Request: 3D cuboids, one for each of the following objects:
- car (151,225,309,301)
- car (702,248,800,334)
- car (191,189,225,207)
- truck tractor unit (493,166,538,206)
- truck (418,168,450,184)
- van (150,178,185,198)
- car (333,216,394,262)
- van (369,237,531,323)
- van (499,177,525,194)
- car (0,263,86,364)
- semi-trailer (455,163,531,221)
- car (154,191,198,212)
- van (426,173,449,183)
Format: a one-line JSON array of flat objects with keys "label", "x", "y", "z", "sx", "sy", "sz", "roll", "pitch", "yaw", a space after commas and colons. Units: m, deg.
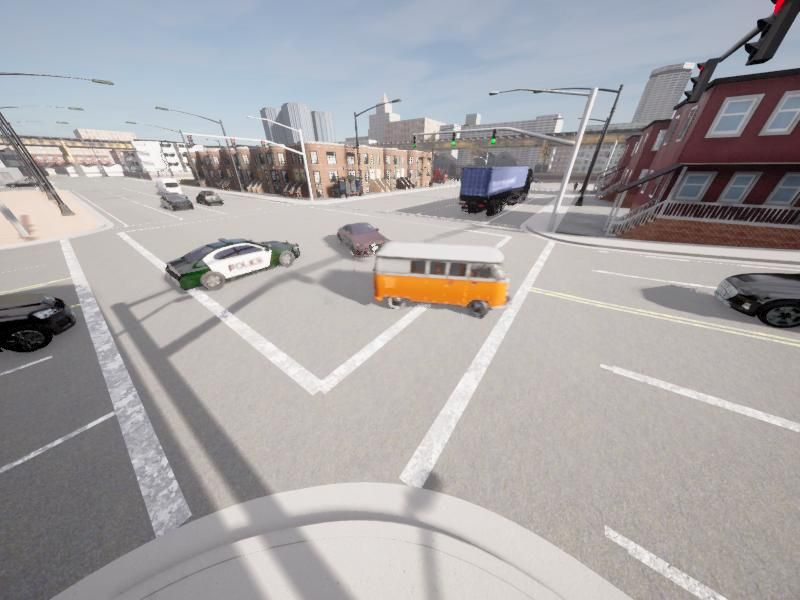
[{"label": "car", "x": -6.922, "y": -1.944, "z": 10.137, "sx": 2.038, "sy": 1.542, "sz": 4.974, "roll": 20, "pitch": 36, "yaw": 31}, {"label": "car", "x": 12.056, "y": 0.004, "z": 5.797, "sx": 4.856, "sy": 1.649, "sz": 2.033, "roll": 15, "pitch": 33, "yaw": 33}, {"label": "car", "x": -24.005, "y": -12.813, "z": 28.886, "sx": 3.988, "sy": 1.617, "sz": 1.851, "roll": 20, "pitch": 36, "yaw": 31}, {"label": "truck tractor unit", "x": 15.177, "y": -15.142, "z": 30.310, "sx": 3.053, "sy": 4.208, "sz": 6.516, "roll": 20, "pitch": 36, "yaw": 31}, {"label": "truck", "x": 9.725, "y": -36.000, "z": 66.829, "sx": 8.468, "sy": 3.827, "sz": 2.891, "roll": 20, "pitch": 36, "yaw": 31}, {"label": "van", "x": -37.346, "y": -18.111, "z": 37.130, "sx": 5.915, "sy": 2.561, "sz": 1.988, "roll": 20, "pitch": 36, "yaw": 31}, {"label": "car", "x": -2.229, "y": -3.663, "z": 13.275, "sx": 1.994, "sy": 1.385, "sz": 4.181, "roll": -15, "pitch": 33, "yaw": -25}, {"label": "van", "x": 1.423, "y": -0.786, "z": 7.681, "sx": 4.442, "sy": 1.987, "sz": 1.775, "roll": 5, "pitch": 29, "yaw": 8}, {"label": "van", "x": 20.517, "y": -20.931, "z": 42.126, "sx": 2.351, "sy": 2.431, "sz": 6.366, "roll": 20, "pitch": 36, "yaw": 31}, {"label": "car", "x": -11.179, "y": 0.880, "z": 5.104, "sx": 2.242, "sy": 1.667, "sz": 4.611, "roll": 20, "pitch": 36, "yaw": 31}, {"label": "semi-trailer", "x": 10.481, "y": -12.042, "z": 24.740, "sx": 2.717, "sy": 4.402, "sz": 14.254, "roll": 20, "pitch": 36, "yaw": 31}, {"label": "car", "x": -25.064, "y": -11.054, "z": 25.804, "sx": 5.238, "sy": 1.638, "sz": 1.930, "roll": 20, "pitch": 36, "yaw": 31}, {"label": "van", "x": 11.395, "y": -36.989, "z": 69.939, "sx": 6.366, "sy": 2.431, "sz": 2.351, "roll": 21, "pitch": 36, "yaw": 31}]
